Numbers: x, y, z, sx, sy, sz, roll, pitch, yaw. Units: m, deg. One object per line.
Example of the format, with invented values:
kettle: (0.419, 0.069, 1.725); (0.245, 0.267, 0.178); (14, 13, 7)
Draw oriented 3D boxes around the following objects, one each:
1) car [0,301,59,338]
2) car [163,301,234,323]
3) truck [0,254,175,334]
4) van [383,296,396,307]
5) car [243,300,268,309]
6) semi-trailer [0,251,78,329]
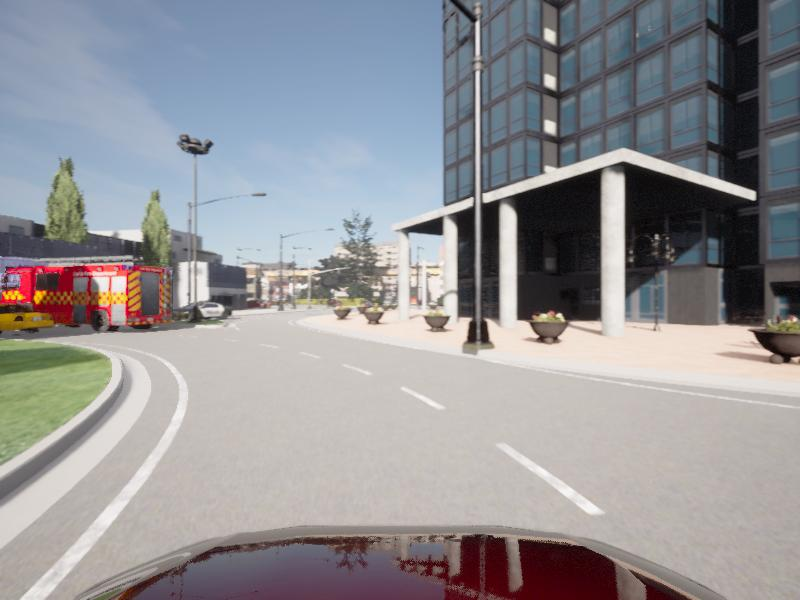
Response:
car: (-18.933, 0.839, 18.382); (5.366, 1.575, 1.801); (0, 0, 7)
car: (-15.723, 0.865, 31.585); (2.038, 1.542, 4.974); (0, 0, 20)
truck: (-16.828, -0.284, 21.580); (8.468, 3.827, 2.891); (0, 0, 13)
van: (-2.615, 0.362, 100.946); (1.988, 2.561, 5.915); (0, 0, 10)
car: (-26.876, 0.816, 74.680); (3.988, 1.617, 1.851); (0, 0, 10)
semi-trailer: (-26.588, -0.566, 21.492); (14.254, 4.402, 2.717); (0, 0, -33)
